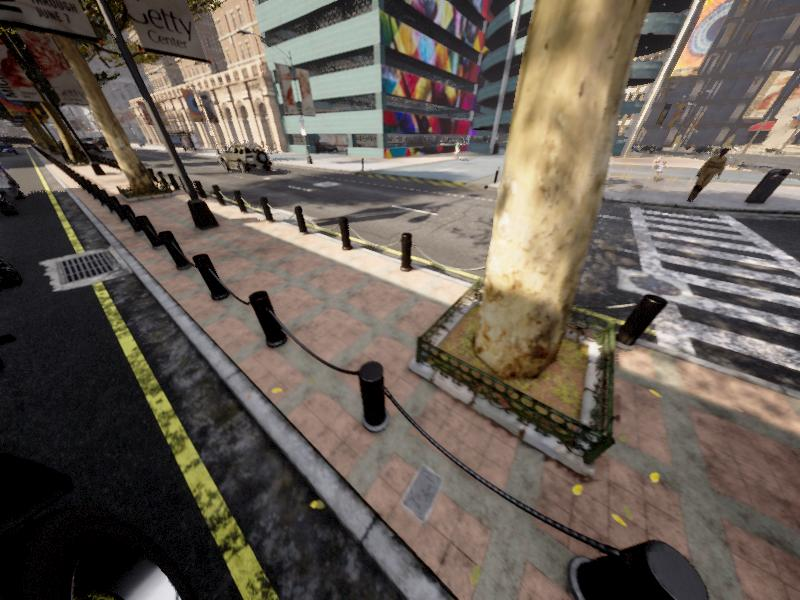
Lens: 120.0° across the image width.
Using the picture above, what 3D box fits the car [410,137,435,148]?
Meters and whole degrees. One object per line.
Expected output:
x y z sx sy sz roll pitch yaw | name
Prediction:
5.481 -39.002 57.176 5.566 2.045 2.435 23 41 29 | car

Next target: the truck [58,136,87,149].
-67.594 -32.519 47.651 6.274 2.098 2.390 23 41 29 | truck

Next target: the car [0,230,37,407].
-6.505 0.037 2.529 4.792 1.488 2.163 25 43 31 | car

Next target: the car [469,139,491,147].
23.566 -46.331 68.075 5.566 2.045 2.150 23 41 29 | car

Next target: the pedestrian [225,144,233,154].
-24.888 -21.987 33.635 0.500 1.100 0.500 26 43 32 | pedestrian

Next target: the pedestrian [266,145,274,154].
-19.062 -22.087 33.825 0.500 1.100 0.500 9 36 12 | pedestrian

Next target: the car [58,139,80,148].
-74.630 -35.298 52.109 4.902 1.511 2.128 23 41 29 | car

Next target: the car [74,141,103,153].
-50.562 -24.888 37.491 4.892 1.490 1.837 23 41 29 | car

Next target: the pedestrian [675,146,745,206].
11.491 -4.638 8.667 0.751 1.860 0.751 30 45 35 | pedestrian

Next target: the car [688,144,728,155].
52.985 -25.968 39.842 1.789 1.549 3.705 1 35 1 | car

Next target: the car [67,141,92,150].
-60.282 -29.056 43.420 4.181 1.385 1.994 23 41 29 | car

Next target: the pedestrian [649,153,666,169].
21.824 -11.793 19.566 0.500 1.100 0.500 30 45 35 | pedestrian

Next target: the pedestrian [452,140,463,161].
6.175 -16.121 24.915 0.751 1.860 0.751 12 37 17 | pedestrian

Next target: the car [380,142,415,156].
-0.390 -22.605 34.461 4.902 1.511 2.128 23 41 29 | car

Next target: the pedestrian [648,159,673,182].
15.225 -7.562 13.507 0.500 1.100 0.500 -24 42 -30 | pedestrian

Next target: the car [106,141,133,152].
-47.868 -26.190 39.456 3.806 1.475 1.970 23 41 29 | car

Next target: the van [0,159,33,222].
-15.582 -4.352 7.846 6.366 2.431 2.351 23 41 29 | van

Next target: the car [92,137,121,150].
-56.609 -30.245 44.574 5.566 2.045 2.150 23 41 29 | car

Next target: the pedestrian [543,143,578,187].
8.269 -6.975 11.955 0.751 1.860 0.751 -27 44 -33 | pedestrian

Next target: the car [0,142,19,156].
-54.624 -20.877 31.814 4.674 1.442 1.812 23 41 29 | car

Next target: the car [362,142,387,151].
-4.892 -29.850 44.858 4.718 1.301 1.895 23 41 29 | car

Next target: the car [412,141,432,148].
5.432 -38.702 57.430 4.514 1.523 2.007 23 41 29 | car

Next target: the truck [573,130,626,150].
48.002 -38.837 56.093 2.891 3.827 8.468 -19 40 -26 | truck

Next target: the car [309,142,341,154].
-12.149 -24.700 37.404 4.786 1.482 2.161 23 41 29 | car

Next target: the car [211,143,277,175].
-11.743 -10.731 17.400 4.605 1.855 1.932 23 41 29 | car
